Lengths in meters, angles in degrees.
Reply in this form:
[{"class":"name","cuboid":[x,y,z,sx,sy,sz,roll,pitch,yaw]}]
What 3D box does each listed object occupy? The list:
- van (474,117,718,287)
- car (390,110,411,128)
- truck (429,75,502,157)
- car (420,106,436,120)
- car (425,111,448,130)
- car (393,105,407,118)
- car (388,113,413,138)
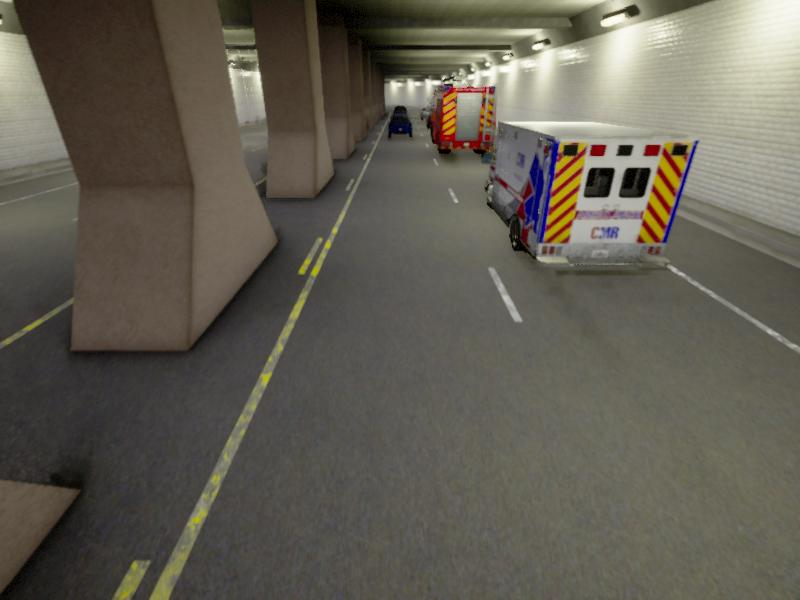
[{"class":"van","cuboid":[3.516,-2.755,9.281,2.351,2.431,6.366,0,27,0]},{"class":"car","cuboid":[0.040,-18.975,41.858,2.033,1.411,5.357,0,27,0]},{"class":"truck","cuboid":[3.533,-11.236,24.197,2.891,3.827,8.468,0,27,0]},{"class":"car","cuboid":[3.545,-24.157,51.749,1.845,1.501,3.633,0,27,0]},{"class":"car","cuboid":[3.536,-17.577,39.088,1.812,1.442,4.674,0,27,0]},{"class":"car","cuboid":[0.048,-27.052,57.358,1.882,1.535,5.008,0,27,0]},{"class":"car","cuboid":[0.030,-14.153,32.351,1.882,1.535,5.008,0,27,0]}]
